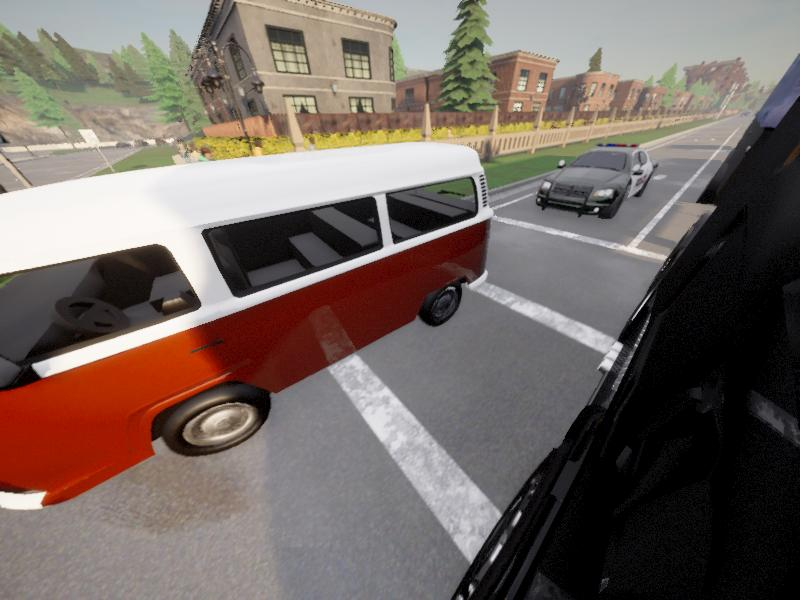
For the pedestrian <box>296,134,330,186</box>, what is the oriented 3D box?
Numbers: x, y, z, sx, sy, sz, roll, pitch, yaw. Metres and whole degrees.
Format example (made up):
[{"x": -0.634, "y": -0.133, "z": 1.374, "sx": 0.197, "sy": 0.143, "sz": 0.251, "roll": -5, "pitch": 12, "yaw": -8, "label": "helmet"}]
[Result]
[{"x": -3.778, "y": -6.116, "z": 10.130, "sx": 0.751, "sy": 1.860, "sz": 0.751, "roll": -27, "pitch": 43, "yaw": -29, "label": "pedestrian"}]

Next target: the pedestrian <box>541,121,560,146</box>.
[{"x": 14.149, "y": -15.748, "z": 21.815, "sx": 0.751, "sy": 1.860, "sz": 0.751, "roll": -25, "pitch": 43, "yaw": -27, "label": "pedestrian"}]

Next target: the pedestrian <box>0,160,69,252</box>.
[{"x": -8.827, "y": -2.154, "z": 5.132, "sx": 0.751, "sy": 1.860, "sz": 0.751, "roll": -28, "pitch": 44, "yaw": -30, "label": "pedestrian"}]

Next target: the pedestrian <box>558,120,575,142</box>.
[{"x": 17.825, "y": -18.119, "z": 24.736, "sx": 0.751, "sy": 1.860, "sz": 0.751, "roll": -28, "pitch": 44, "yaw": -30, "label": "pedestrian"}]

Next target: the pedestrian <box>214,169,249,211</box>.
[{"x": -5.387, "y": -3.530, "z": 7.431, "sx": 0.500, "sy": 1.100, "sz": 0.500, "roll": -24, "pitch": 42, "yaw": -25, "label": "pedestrian"}]

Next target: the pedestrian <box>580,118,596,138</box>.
[{"x": 22.886, "y": -20.920, "z": 28.144, "sx": 0.751, "sy": 1.860, "sz": 0.751, "roll": -28, "pitch": 44, "yaw": -29, "label": "pedestrian"}]

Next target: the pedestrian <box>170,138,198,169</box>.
[{"x": -16.155, "y": -10.977, "z": 17.316, "sx": 0.751, "sy": 1.860, "sz": 0.751, "roll": -28, "pitch": 44, "yaw": -30, "label": "pedestrian"}]

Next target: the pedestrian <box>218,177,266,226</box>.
[{"x": -4.155, "y": -2.614, "z": 6.142, "sx": 0.500, "sy": 1.100, "sz": 0.500, "roll": 8, "pitch": 38, "yaw": 13, "label": "pedestrian"}]

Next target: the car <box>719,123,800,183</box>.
[{"x": 16.039, "y": -6.395, "z": 9.812, "sx": 5.027, "sy": 1.651, "sz": 2.152, "roll": -28, "pitch": 44, "yaw": -30, "label": "car"}]

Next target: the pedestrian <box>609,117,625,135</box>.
[{"x": 28.955, "y": -23.267, "z": 30.889, "sx": 0.751, "sy": 1.860, "sz": 0.751, "roll": -28, "pitch": 44, "yaw": -29, "label": "pedestrian"}]

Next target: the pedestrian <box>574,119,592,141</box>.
[{"x": 19.889, "y": -18.467, "z": 25.074, "sx": 0.751, "sy": 1.860, "sz": 0.751, "roll": -29, "pitch": 44, "yaw": -31, "label": "pedestrian"}]

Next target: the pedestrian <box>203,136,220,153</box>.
[{"x": -25.343, "y": -20.980, "z": 31.125, "sx": 0.751, "sy": 1.860, "sz": 0.751, "roll": 3, "pitch": 37, "yaw": 8, "label": "pedestrian"}]

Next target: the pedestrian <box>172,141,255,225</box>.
[{"x": -4.850, "y": -3.087, "z": 6.179, "sx": 0.751, "sy": 1.860, "sz": 0.751, "roll": 9, "pitch": 39, "yaw": 15, "label": "pedestrian"}]

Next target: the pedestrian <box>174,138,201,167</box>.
[{"x": -16.534, "y": -11.469, "z": 17.991, "sx": 0.751, "sy": 1.860, "sz": 0.751, "roll": -29, "pitch": 44, "yaw": -30, "label": "pedestrian"}]

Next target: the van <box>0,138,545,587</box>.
[{"x": -0.972, "y": -0.382, "z": 2.511, "sx": 4.480, "sy": 2.038, "sz": 2.069, "roll": -25, "pitch": 43, "yaw": -27, "label": "van"}]

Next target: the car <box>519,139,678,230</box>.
[{"x": 6.084, "y": -3.788, "z": 7.014, "sx": 4.974, "sy": 1.542, "sz": 2.038, "roll": -28, "pitch": 44, "yaw": -30, "label": "car"}]

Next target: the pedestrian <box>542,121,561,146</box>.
[{"x": 13.882, "y": -15.267, "z": 21.194, "sx": 0.751, "sy": 1.860, "sz": 0.751, "roll": -28, "pitch": 44, "yaw": -30, "label": "pedestrian"}]

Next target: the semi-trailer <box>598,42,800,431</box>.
[{"x": 8.694, "y": -3.610, "z": 4.226, "sx": 14.254, "sy": 4.402, "sz": 2.717, "roll": -28, "pitch": 44, "yaw": -30, "label": "semi-trailer"}]

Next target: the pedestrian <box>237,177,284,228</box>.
[{"x": -3.570, "y": -2.514, "z": 5.975, "sx": 0.500, "sy": 1.100, "sz": 0.500, "roll": 5, "pitch": 38, "yaw": 10, "label": "pedestrian"}]

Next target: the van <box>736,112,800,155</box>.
[{"x": 23.584, "y": -10.594, "z": 14.608, "sx": 4.442, "sy": 1.987, "sz": 1.775, "roll": -28, "pitch": 44, "yaw": -30, "label": "van"}]

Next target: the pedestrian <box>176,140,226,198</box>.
[{"x": -7.699, "y": -5.105, "z": 9.025, "sx": 0.751, "sy": 1.860, "sz": 0.751, "roll": -24, "pitch": 42, "yaw": -26, "label": "pedestrian"}]

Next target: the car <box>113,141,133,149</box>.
[{"x": -76.512, "y": -42.897, "z": 63.854, "sx": 1.816, "sy": 1.474, "sz": 4.193, "roll": -16, "pitch": 39, "yaw": -17, "label": "car"}]

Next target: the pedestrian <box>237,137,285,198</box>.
[{"x": -5.196, "y": -4.991, "z": 8.724, "sx": 0.751, "sy": 1.860, "sz": 0.751, "roll": 27, "pitch": 46, "yaw": 33, "label": "pedestrian"}]

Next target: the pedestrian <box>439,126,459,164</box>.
[{"x": 3.027, "y": -9.661, "z": 14.418, "sx": 0.751, "sy": 1.860, "sz": 0.751, "roll": -30, "pitch": 45, "yaw": -32, "label": "pedestrian"}]

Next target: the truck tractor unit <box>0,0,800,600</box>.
[{"x": 2.645, "y": -0.295, "z": 0.351, "sx": 6.516, "sy": 4.208, "sz": 3.053, "roll": -28, "pitch": 44, "yaw": -30, "label": "truck tractor unit"}]
